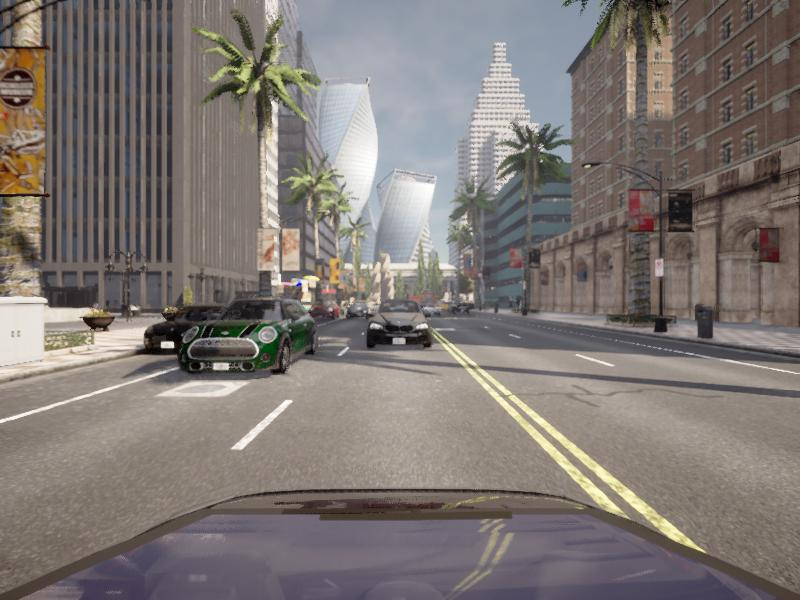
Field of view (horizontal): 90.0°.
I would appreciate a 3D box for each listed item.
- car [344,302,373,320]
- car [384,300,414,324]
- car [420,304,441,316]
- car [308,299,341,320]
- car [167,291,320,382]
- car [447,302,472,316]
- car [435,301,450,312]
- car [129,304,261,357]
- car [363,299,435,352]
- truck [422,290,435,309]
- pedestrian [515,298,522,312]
[{"bbox_3d":[-3.592,0.915,35.578,2.038,1.542,4.974,0,0,0],"label":"car"},{"bbox_3d":[-0.054,0.850,29.699,2.033,1.649,4.856,0,0,0],"label":"car"},{"bbox_3d":[3.302,1.050,43.712,1.895,1.301,4.718,0,0,-1],"label":"car"},{"bbox_3d":[-6.688,0.785,35.863,2.185,1.767,4.553,0,0,-1],"label":"car"},{"bbox_3d":[-3.521,0.721,10.115,2.097,1.767,4.553,0,0,0],"label":"car"},{"bbox_3d":[6.780,0.947,46.112,2.128,1.511,4.902,0,0,-1],"label":"car"},{"bbox_3d":[6.574,0.951,62.320,1.801,1.575,5.366,0,0,-1],"label":"car"},{"bbox_3d":[-6.718,0.889,13.900,2.163,1.488,4.792,0,0,-1],"label":"car"},{"bbox_3d":[-0.031,0.793,14.872,2.242,1.667,4.611,0,0,0],"label":"car"},{"bbox_3d":[6.241,-0.112,88.509,2.891,3.827,8.468,0,0,3],"label":"truck"},{"bbox_3d":[15.457,0.611,52.166,0.751,1.860,0.751,0,0,0],"label":"pedestrian"}]
